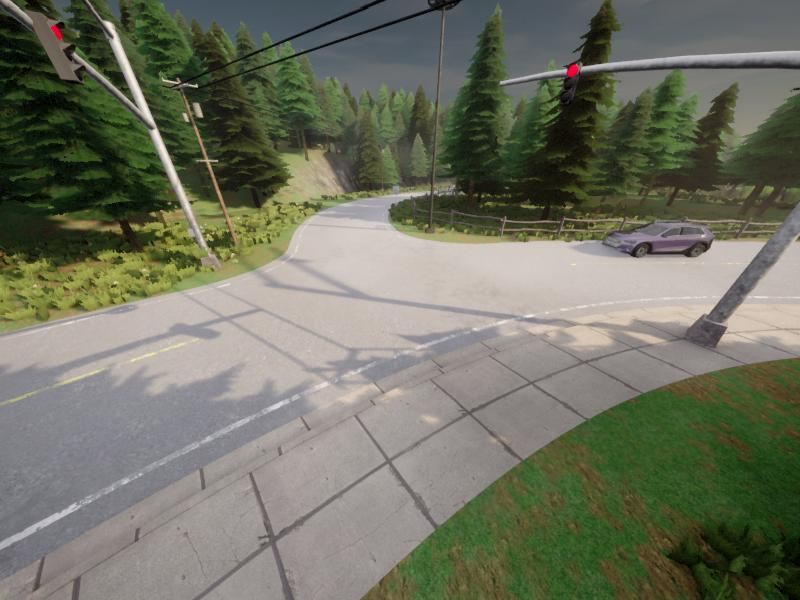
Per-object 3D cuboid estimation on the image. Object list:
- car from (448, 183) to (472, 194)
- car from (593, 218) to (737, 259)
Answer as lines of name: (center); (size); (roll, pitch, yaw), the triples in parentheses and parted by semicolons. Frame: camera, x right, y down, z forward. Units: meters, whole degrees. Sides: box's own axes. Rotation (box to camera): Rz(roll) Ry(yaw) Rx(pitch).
car: (11.129, -20.672, 42.726); (4.674, 1.442, 1.812); (-23, 37, -34)
car: (13.963, -3.365, 12.511); (4.856, 1.649, 2.033); (0, 30, 0)
